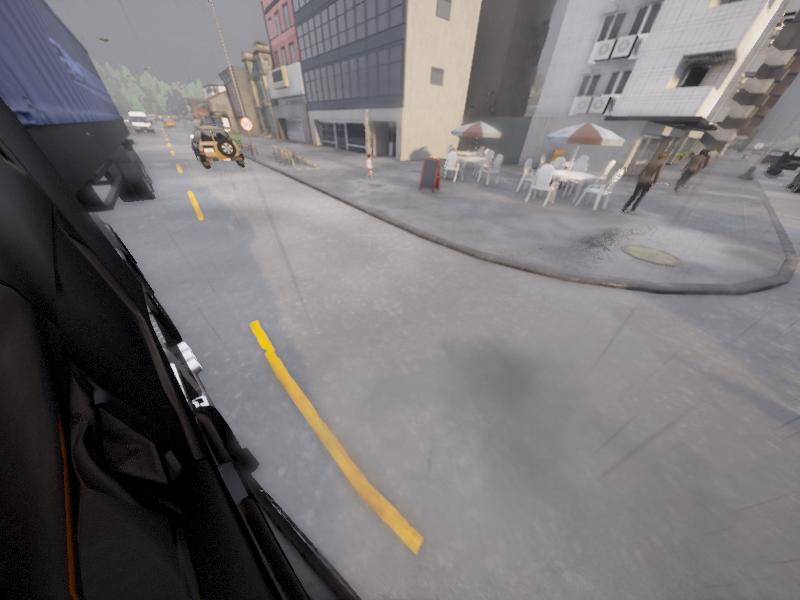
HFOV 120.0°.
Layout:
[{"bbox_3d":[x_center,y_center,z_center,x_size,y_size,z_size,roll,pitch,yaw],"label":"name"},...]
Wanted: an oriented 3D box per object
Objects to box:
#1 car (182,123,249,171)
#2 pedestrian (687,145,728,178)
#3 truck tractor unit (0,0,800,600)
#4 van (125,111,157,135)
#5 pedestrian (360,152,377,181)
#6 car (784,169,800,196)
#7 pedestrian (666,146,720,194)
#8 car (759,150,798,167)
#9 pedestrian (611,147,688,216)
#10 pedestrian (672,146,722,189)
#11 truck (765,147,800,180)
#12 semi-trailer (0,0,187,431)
[{"bbox_3d":[-10.616,-8.840,13.241,1.932,1.855,4.605,-25,45,-32],"label":"car"},{"bbox_3d":[21.559,-9.726,16.253,0.751,1.860,0.751,20,40,22],"label":"pedestrian"},{"bbox_3d":[-2.645,-0.295,0.351,6.516,4.208,3.053,28,44,30],"label":"truck tractor unit"},{"bbox_3d":[-37.337,-25.613,33.444,1.988,2.561,5.915,-25,45,-32],"label":"van"},{"bbox_3d":[-1.450,-6.169,10.679,0.500,1.100,0.500,24,42,26],"label":"pedestrian"},{"bbox_3d":[24.168,-6.804,12.992,5.008,1.535,1.882,-24,44,-32],"label":"car"},{"bbox_3d":[13.810,-6.149,10.979,0.751,1.860,0.751,30,45,32],"label":"pedestrian"},{"bbox_3d":[50.930,-19.220,31.209,5.238,1.638,1.930,-25,45,-32],"label":"car"},{"bbox_3d":[7.979,-3.815,7.489,0.751,1.860,0.751,-17,41,-24],"label":"pedestrian"},{"bbox_3d":[15.829,-7.095,12.370,0.751,1.860,0.751,28,44,30],"label":"pedestrian"},{"bbox_3d":[34.727,-11.906,20.015,6.274,2.098,2.390,-25,45,-31],"label":"truck"},{"bbox_3d":[-8.027,-3.991,4.791,2.717,4.402,14.254,-26,45,-33],"label":"semi-trailer"}]
